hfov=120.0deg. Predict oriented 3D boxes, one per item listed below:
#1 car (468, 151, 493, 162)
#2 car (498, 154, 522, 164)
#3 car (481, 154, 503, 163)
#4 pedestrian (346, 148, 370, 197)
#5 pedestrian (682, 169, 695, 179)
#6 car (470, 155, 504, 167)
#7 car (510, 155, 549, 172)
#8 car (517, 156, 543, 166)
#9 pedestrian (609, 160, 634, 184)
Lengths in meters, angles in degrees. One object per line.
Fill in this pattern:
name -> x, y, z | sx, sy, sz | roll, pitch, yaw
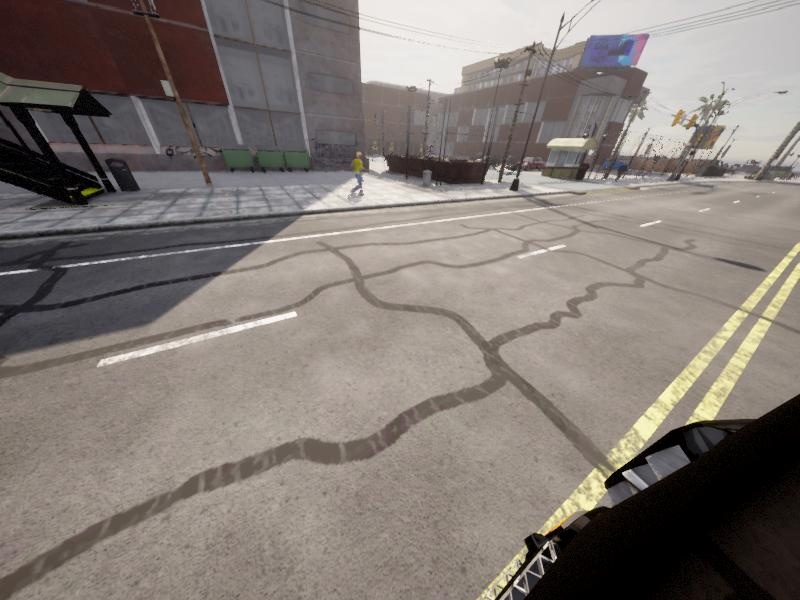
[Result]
car -> 19.932, -35.439, 57.041 | 5.566, 2.045, 2.435 | -16, 38, -26
car -> 24.344, -31.219, 51.047 | 4.553, 1.767, 2.185 | -16, 38, -26
car -> 21.830, -33.529, 54.790 | 4.786, 1.482, 2.161 | -16, 38, -26
pedestrian -> -1.865, -5.736, 10.460 | 0.751, 1.860, 0.751 | -16, 38, -26
pedestrian -> 37.459, -16.308, 30.007 | 0.500, 1.100, 0.500 | -12, 36, -21
car -> 14.151, -22.628, 37.560 | 5.008, 1.535, 2.097 | -16, 38, -26
car -> 17.976, -18.973, 32.102 | 4.553, 1.767, 2.185 | -16, 38, -26
car -> 26.780, -28.622, 47.610 | 4.674, 1.452, 2.002 | -16, 38, -26
pedestrian -> 20.131, -11.682, 21.058 | 0.751, 1.860, 0.751 | -17, 38, -27
